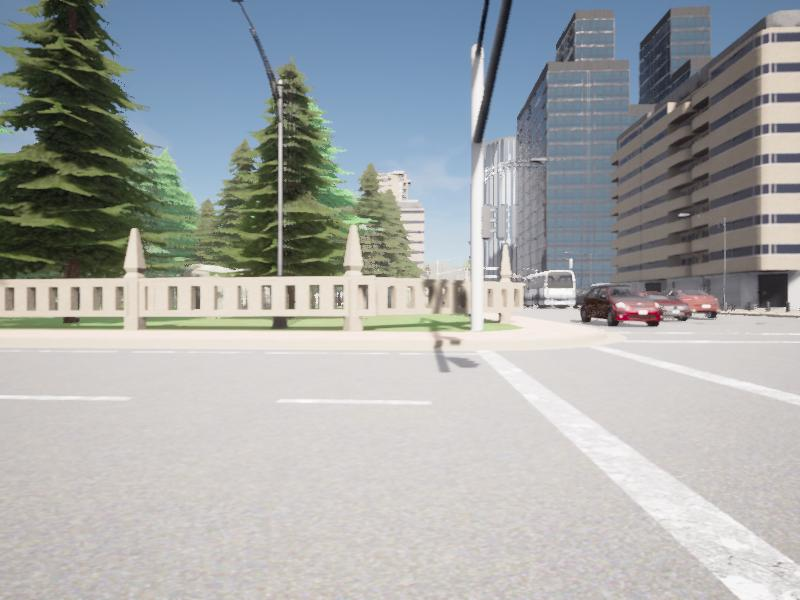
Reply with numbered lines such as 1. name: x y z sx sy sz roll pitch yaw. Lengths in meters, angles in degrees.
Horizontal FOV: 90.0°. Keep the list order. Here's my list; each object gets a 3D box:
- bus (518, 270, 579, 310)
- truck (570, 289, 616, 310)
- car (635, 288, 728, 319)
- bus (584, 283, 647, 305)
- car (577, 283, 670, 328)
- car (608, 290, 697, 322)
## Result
1. bus: 17.359 -1.106 47.961 3.944 4.253 10.273 0 0 3
2. truck: 20.644 -0.026 43.122 2.390 2.098 6.274 0 0 5
3. car: 16.350 0.203 23.682 2.152 1.651 5.027 0 0 3
4. bus: 42.441 -1.131 78.958 10.273 4.253 3.944 0 0 3
5. car: 8.928 0.201 16.392 1.851 1.617 3.988 0 0 5
6. car: 12.688 0.288 20.547 1.812 1.442 4.674 0 0 3
